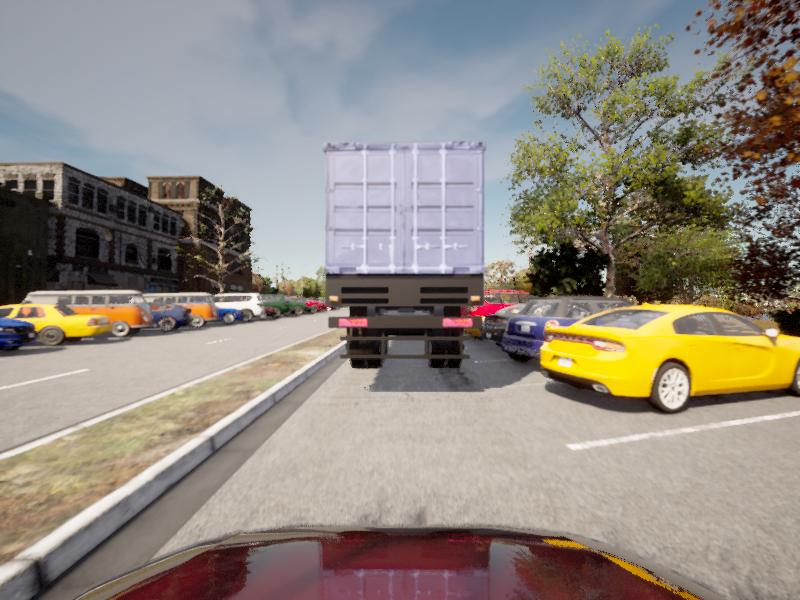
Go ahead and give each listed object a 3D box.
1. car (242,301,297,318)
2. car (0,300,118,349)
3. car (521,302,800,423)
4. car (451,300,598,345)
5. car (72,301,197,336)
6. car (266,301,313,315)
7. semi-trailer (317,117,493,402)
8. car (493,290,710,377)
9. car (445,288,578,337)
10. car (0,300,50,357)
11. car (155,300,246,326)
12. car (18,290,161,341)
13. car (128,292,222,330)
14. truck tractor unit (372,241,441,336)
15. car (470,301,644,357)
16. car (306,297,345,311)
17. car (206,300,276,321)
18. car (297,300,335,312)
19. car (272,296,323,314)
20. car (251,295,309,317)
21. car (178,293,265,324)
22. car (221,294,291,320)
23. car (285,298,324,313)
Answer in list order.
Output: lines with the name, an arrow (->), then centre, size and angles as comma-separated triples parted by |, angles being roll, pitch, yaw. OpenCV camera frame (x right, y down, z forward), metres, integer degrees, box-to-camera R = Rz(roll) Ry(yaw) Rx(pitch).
car -> -12.397, 0.848, 38.143 | 4.792, 1.488, 2.163 | -1, 0, -18
car -> -13.381, 0.816, 14.013 | 5.366, 1.575, 1.946 | -1, 0, -19
car -> 4.847, 0.827, 6.889 | 5.008, 1.535, 2.097 | 1, 0, -19
car -> 4.880, 0.820, 15.727 | 5.366, 1.575, 1.946 | 1, 0, -18
car -> -13.053, 0.848, 20.089 | 4.792, 1.488, 2.163 | -1, 0, -18
car -> -12.195, 0.848, 44.152 | 4.792, 1.488, 2.163 | -1, 0, -18
semi-trailer -> 0.219, -0.618, 13.316 | 2.717, 4.402, 14.254 | 0, 0, 1
car -> 4.882, 0.700, 9.845 | 4.553, 1.767, 2.185 | 1, 0, -19
car -> 5.170, 0.574, 18.772 | 5.566, 2.045, 2.435 | 1, 0, -18
car -> -13.294, 0.816, 11.066 | 5.008, 1.535, 2.097 | -1, 0, -19
car -> -12.831, 0.818, 26.118 | 5.008, 1.535, 2.097 | -1, 0, -18
car -> -13.013, 0.590, 17.130 | 4.442, 1.987, 1.878 | -1, 0, -18
car -> -12.822, 0.591, 23.152 | 4.442, 1.987, 1.878 | -1, 0, -18
truck tractor unit -> 0.395, -0.524, 21.228 | 3.053, 4.208, 6.516 | 0, 0, 2
car -> 4.970, 0.827, 12.822 | 4.892, 1.521, 2.231 | 1, 0, -18
car -> -11.589, 0.558, 62.193 | 5.566, 2.045, 2.435 | -1, 0, -18
car -> -12.629, 0.818, 32.125 | 5.008, 1.535, 2.097 | -1, 0, -18
car -> -11.792, 0.820, 56.170 | 5.008, 1.535, 2.097 | -1, 0, -18
car -> -12.097, 0.568, 47.160 | 5.566, 2.045, 2.435 | -1, 0, -18
car -> -12.302, 0.567, 41.150 | 5.566, 2.045, 2.435 | -1, 0, -18
car -> -12.755, 0.568, 29.109 | 5.566, 2.045, 2.435 | -1, 0, -18
car -> -12.553, 0.568, 35.114 | 5.566, 2.045, 2.435 | -1, 0, -18
car -> -11.980, 0.694, 50.155 | 4.553, 1.767, 2.185 | -1, 0, -18
